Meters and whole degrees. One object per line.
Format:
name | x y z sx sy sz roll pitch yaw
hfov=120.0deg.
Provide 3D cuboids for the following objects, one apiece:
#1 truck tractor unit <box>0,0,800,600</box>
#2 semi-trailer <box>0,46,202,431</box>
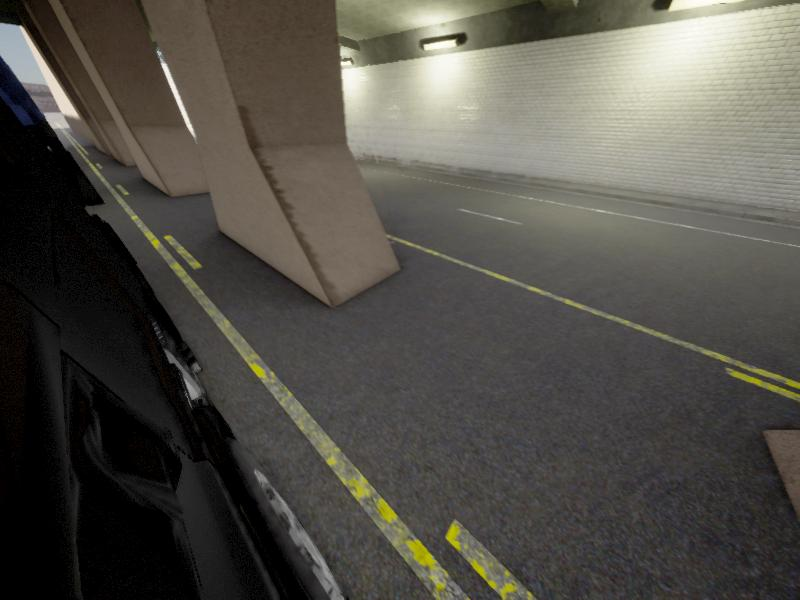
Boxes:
truck tractor unit | -2.645 -0.295 0.352 6.516 4.208 3.053 28 44 30
semi-trailer | -8.706 -3.588 4.238 14.254 4.402 2.717 28 44 30
